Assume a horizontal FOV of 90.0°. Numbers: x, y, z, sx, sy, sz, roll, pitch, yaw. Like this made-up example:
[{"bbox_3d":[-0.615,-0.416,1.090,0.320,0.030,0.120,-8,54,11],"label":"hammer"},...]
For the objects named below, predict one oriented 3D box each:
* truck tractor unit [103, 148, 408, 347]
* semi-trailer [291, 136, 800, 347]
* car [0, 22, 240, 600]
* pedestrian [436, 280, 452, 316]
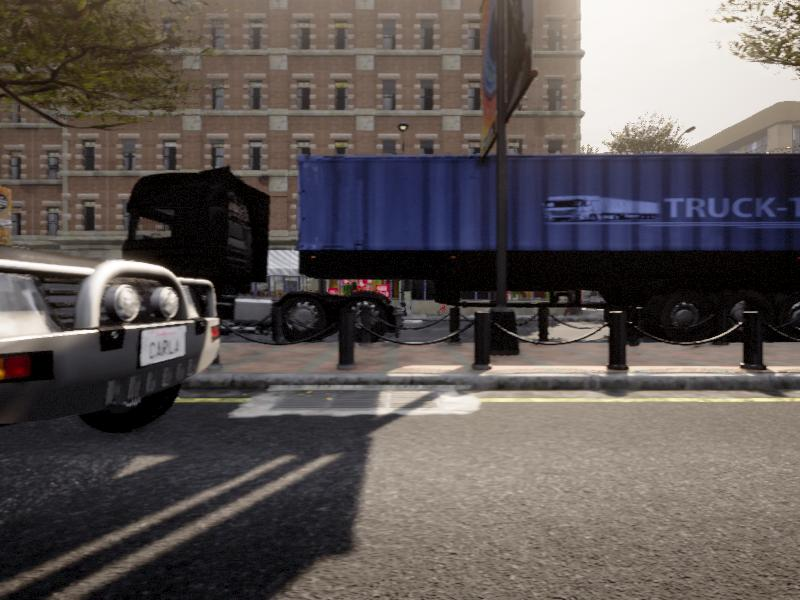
[{"bbox_3d":[-3.096,-1.122,10.057,6.516,4.208,3.053,0,0,2],"label":"truck tractor unit"},{"bbox_3d":[4.813,-1.219,9.821,14.254,4.402,2.717,0,0,2],"label":"semi-trailer"},{"bbox_3d":[-3.578,0.056,2.197,4.605,1.855,1.932,-1,0,0],"label":"car"},{"bbox_3d":[2.315,-0.115,20.977,0.751,1.860,0.751,0,0,-1],"label":"pedestrian"}]
